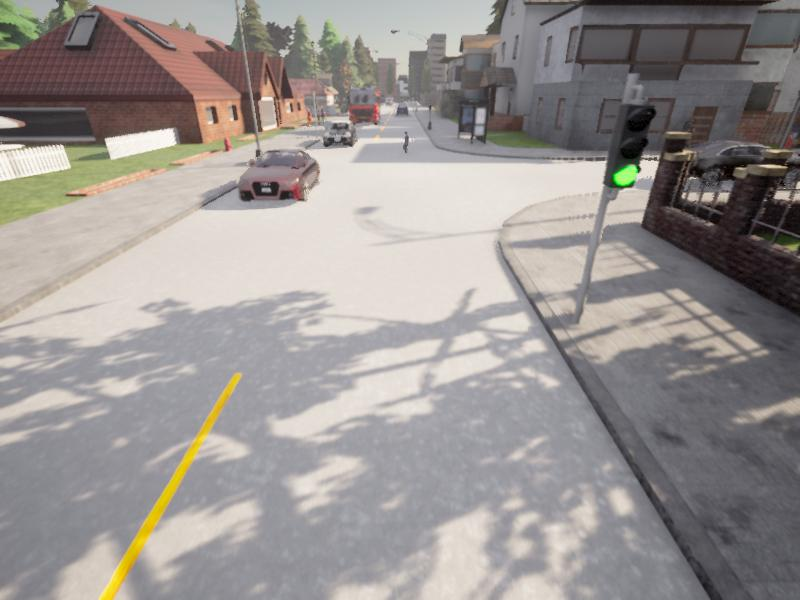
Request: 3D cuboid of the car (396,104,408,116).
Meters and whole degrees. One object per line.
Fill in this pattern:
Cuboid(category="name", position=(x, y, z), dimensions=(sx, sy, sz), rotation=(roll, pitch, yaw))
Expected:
Cuboid(category="car", position=(0.384, -30.955, 65.094), dimensions=(1.882, 1.535, 5.008), rotation=(0, 27, 0))

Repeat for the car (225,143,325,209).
Cuboid(category="car", position=(-3.930, -4.302, 13.473), dimensions=(1.994, 1.385, 4.181), rotation=(0, 27, 0))

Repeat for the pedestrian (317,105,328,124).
Cuboid(category="pedestrian", position=(-8.566, -20.481, 44.085), dimensions=(0.751, 1.860, 0.751), rotation=(-17, 32, -29))

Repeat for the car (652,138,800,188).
Cuboid(category="car", position=(12.825, -5.228, 15.157), dimensions=(4.902, 1.511, 2.128), rotation=(0, 27, 0))

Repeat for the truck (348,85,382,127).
Cuboid(category="truck", position=(-3.740, -21.664, 44.530), dimensions=(2.891, 3.827, 8.468), rotation=(0, 27, 0))

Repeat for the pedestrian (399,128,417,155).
Cuboid(category="pedestrian", position=(0.430, -8.872, 22.387), dimensions=(0.751, 1.300, 0.751), rotation=(-10, 29, -19))

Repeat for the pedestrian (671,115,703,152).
Cuboid(category="pedestrian", position=(16.066, -9.321, 22.438), dimensions=(0.751, 1.860, 0.751), rotation=(0, 27, 0))

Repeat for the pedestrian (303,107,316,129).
Cuboid(category="pedestrian", position=(-8.306, -16.720, 36.777), dimensions=(0.751, 1.860, 0.751), rotation=(5, 28, 10))

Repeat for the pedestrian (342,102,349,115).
Cuboid(category="pedestrian", position=(-8.456, -29.795, 62.185), dimensions=(0.751, 1.860, 0.751), rotation=(2, 27, 3))

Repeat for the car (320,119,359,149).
Cuboid(category="car", position=(-3.853, -10.917, 26.211), dimensions=(1.970, 1.475, 3.806), rotation=(0, 27, 0))

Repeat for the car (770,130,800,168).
Cuboid(category="car", position=(20.939, -7.026, 18.670), dimensions=(4.902, 1.511, 2.128), rotation=(0, 27, 0))

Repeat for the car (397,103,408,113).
Cuboid(category="car", position=(0.461, -37.356, 77.848), dimensions=(2.007, 1.525, 4.514), rotation=(0, 27, 0))
